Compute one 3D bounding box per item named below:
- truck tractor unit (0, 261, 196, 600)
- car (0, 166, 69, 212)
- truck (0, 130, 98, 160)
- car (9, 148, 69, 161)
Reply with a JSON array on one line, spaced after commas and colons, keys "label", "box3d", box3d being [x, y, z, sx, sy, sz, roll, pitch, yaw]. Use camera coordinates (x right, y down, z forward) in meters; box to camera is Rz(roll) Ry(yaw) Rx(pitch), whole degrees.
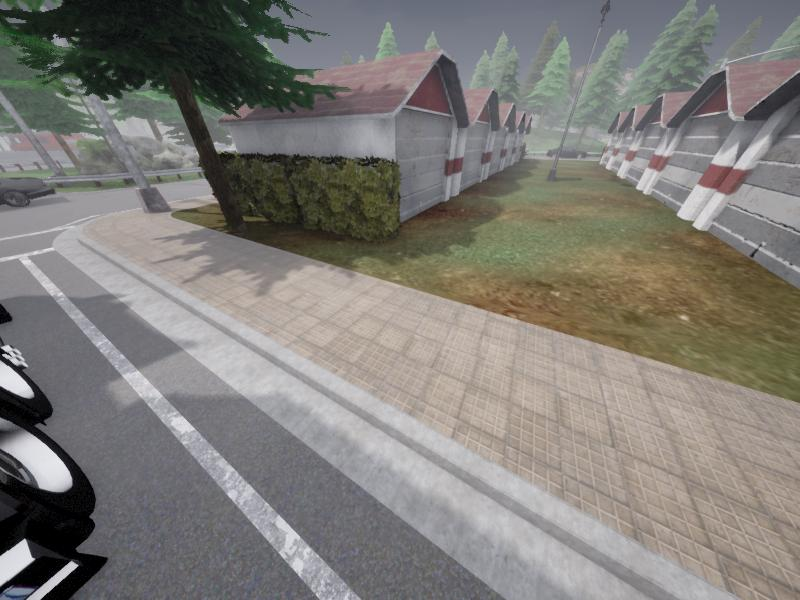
[{"label": "truck tractor unit", "box3d": [-5.107, -0.305, 0.785, 6.516, 4.208, 3.053, 19, 39, 24]}, {"label": "car", "box3d": [-17.488, -3.973, 8.743, 2.033, 1.411, 5.357, 8, 36, 11]}, {"label": "truck", "box3d": [-59.835, -26.616, 39.639, 2.891, 3.827, 8.468, 18, 39, 25]}, {"label": "car", "box3d": [-57.953, -23.529, 37.237, 1.837, 1.490, 4.892, 18, 39, 25]}]
